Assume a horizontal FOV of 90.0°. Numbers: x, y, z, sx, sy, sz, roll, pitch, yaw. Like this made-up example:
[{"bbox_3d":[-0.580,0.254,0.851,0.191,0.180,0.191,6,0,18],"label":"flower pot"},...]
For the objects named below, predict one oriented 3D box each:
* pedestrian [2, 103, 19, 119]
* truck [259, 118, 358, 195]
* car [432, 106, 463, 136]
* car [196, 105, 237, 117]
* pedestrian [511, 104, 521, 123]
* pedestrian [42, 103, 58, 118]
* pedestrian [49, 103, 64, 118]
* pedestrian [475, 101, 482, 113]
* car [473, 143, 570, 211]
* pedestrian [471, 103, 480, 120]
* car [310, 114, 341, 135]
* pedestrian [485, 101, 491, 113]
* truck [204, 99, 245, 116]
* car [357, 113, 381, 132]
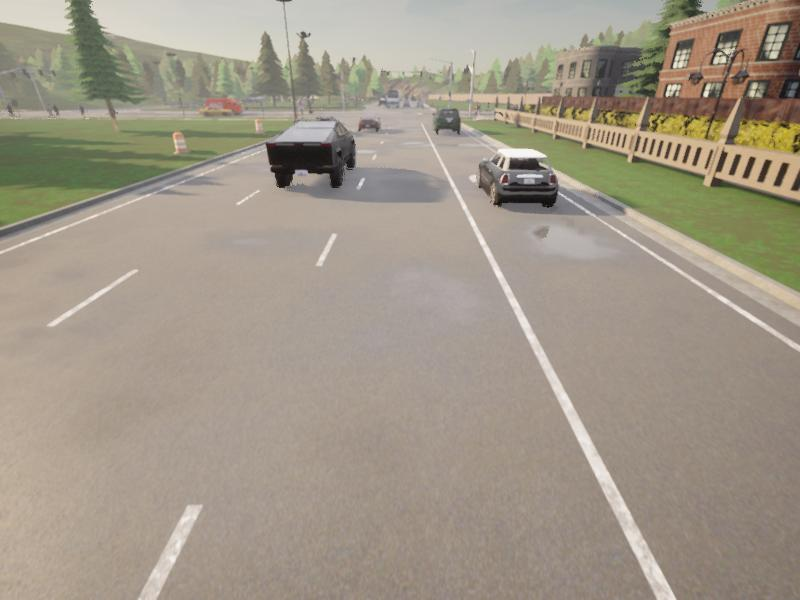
[{"bbox_3d":[-52.918,-25.701,54.346,0.751,1.860,0.751,3,27,6],"label":"pedestrian"},{"bbox_3d":[-3.230,-5.944,15.914,2.390,2.098,6.274,0,27,1],"label":"truck"},{"bbox_3d":[4.091,-15.885,35.330,2.150,2.045,5.566,0,27,1],"label":"car"},{"bbox_3d":[-29.035,-29.968,63.361,5.366,1.575,1.801,1,27,1],"label":"car"},{"bbox_3d":[13.219,-21.253,45.590,0.751,1.860,0.751,0,27,-1],"label":"pedestrian"},{"bbox_3d":[-47.800,-25.848,54.626,0.751,1.860,0.751,2,27,4],"label":"pedestrian"},{"bbox_3d":[-46.803,-25.782,54.495,0.751,1.860,0.751,2,27,4],"label":"pedestrian"},{"bbox_3d":[13.544,-33.082,68.634,0.751,1.860,0.751,-10,29,-18],"label":"pedestrian"},{"bbox_3d":[3.723,-4.143,13.077,1.970,1.475,3.806,0,27,1],"label":"car"},{"bbox_3d":[9.608,-24.010,50.966,0.751,1.860,0.751,-5,28,-9],"label":"pedestrian"},{"bbox_3d":[-6.420,-15.382,34.988,1.816,1.474,4.193,0,27,1],"label":"car"},{"bbox_3d":[15.524,-34.010,70.447,0.751,1.860,0.751,1,27,3],"label":"pedestrian"},{"bbox_3d":[-28.966,-31.980,66.261,5.204,2.467,2.627,1,27,1],"label":"truck"},{"bbox_3d":[-2.869,-16.851,37.879,1.812,1.442,4.674,0,27,1],"label":"car"}]
